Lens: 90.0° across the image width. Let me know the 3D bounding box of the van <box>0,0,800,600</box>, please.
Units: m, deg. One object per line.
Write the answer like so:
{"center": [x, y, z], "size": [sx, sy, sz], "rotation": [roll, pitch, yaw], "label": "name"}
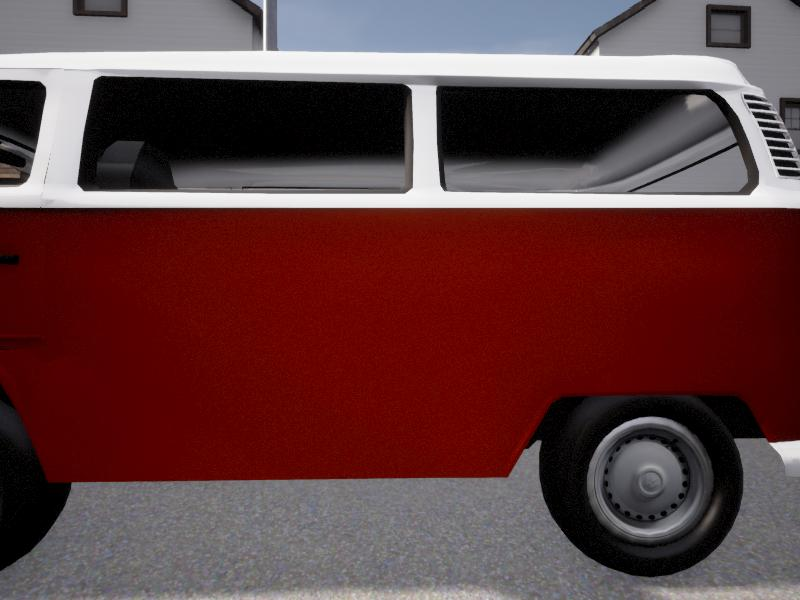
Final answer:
{"center": [-0.423, -0.028, 2.192], "size": [4.480, 2.038, 2.069], "rotation": [0, 0, -2], "label": "van"}
